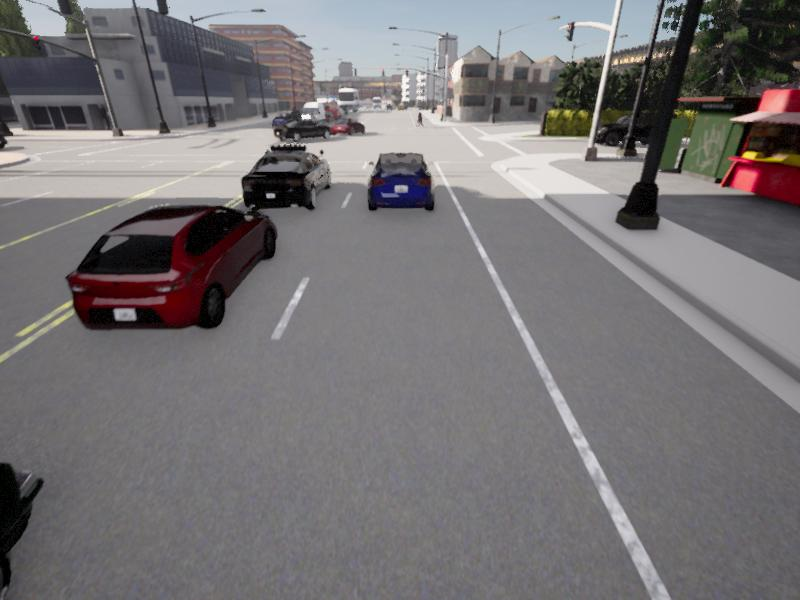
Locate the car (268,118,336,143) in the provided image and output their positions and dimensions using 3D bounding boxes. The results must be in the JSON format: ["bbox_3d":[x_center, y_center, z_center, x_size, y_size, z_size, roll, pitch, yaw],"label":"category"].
[{"bbox_3d":[-7.606,-13.447,31.553,1.882,1.535,5.008,19,32,34],"label":"car"}]

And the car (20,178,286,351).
[{"bbox_3d":[-3.483,-0.933,6.829,1.816,1.474,4.193,0,27,0],"label":"car"}]

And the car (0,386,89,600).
[{"bbox_3d":[-3.494,2.229,0.870,1.895,1.301,4.718,0,27,0],"label":"car"}]

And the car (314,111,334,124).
[{"bbox_3d":[-10.267,-24.967,54.594,1.812,1.442,4.674,0,27,0],"label":"car"}]

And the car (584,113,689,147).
[{"bbox_3d":[16.151,-11.775,27.624,5.566,2.045,2.150,0,26,1],"label":"car"}]

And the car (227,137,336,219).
[{"bbox_3d":[-3.454,-4.135,12.921,1.930,1.638,5.238,0,27,0],"label":"car"}]

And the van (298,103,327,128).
[{"bbox_3d":[-10.356,-22.214,47.949,1.988,2.561,5.915,0,27,0],"label":"van"}]

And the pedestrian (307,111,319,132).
[{"bbox_3d":[-8.716,-17.873,40.024,0.751,1.860,0.751,-16,31,-30],"label":"pedestrian"}]

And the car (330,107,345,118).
[{"bbox_3d":[-10.325,-31.247,66.604,1.812,1.442,4.674,0,28,0],"label":"car"}]

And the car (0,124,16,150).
[{"bbox_3d":[-27.218,-10.173,25.004,4.193,1.474,1.816,0,26,1],"label":"car"}]

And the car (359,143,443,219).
[{"bbox_3d":[0.036,-3.971,12.771,2.163,1.488,4.792,0,27,0],"label":"car"}]

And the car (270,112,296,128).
[{"bbox_3d":[-13.869,-21.413,47.544,1.816,1.474,4.193,0,27,0],"label":"car"}]

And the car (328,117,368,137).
[{"bbox_3d":[-4.713,-16.000,36.875,1.994,1.385,4.181,8,28,16],"label":"car"}]

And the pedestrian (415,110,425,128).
[{"bbox_3d":[2.256,-20.267,44.819,0.751,1.860,0.751,-12,29,-24],"label":"pedestrian"}]

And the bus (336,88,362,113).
[{"bbox_3d":[-10.167,-40.365,80.964,3.944,4.253,10.273,0,27,0],"label":"bus"}]

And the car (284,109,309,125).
[{"bbox_3d":[-13.842,-24.631,53.728,1.930,1.638,5.238,0,27,0],"label":"car"}]

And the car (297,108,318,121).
[{"bbox_3d":[-13.838,-27.948,60.240,1.882,1.535,5.008,0,28,0],"label":"car"}]

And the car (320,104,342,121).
[{"bbox_3d":[-10.328,-28.308,60.381,2.150,2.045,5.566,0,28,0],"label":"car"}]
